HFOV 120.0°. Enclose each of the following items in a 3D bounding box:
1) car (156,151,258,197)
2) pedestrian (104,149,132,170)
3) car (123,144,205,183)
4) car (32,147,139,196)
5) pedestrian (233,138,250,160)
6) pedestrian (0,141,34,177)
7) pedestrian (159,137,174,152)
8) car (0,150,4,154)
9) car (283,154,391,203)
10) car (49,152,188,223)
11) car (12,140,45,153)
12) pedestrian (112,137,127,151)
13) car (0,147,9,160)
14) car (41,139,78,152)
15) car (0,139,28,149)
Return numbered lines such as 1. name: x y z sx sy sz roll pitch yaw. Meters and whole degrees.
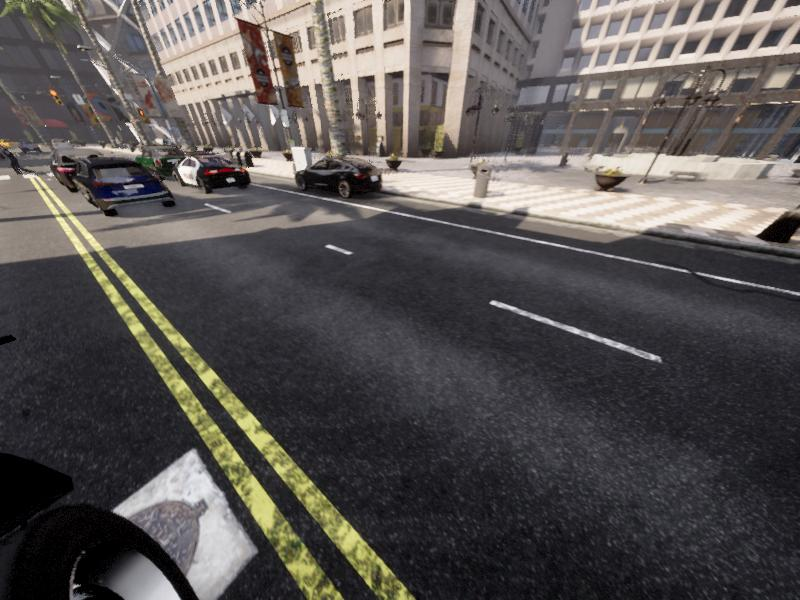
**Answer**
1. car: -9.847 -6.560 11.768 4.974 1.542 2.038 22 41 28
2. pedestrian: -22.185 -11.076 18.196 0.751 1.300 0.751 21 40 26
3. car: -14.956 -8.789 14.643 4.553 1.767 2.097 23 41 28
4. car: -16.022 -6.704 11.787 4.611 1.667 2.242 22 41 28
5. pedestrian: -16.832 -16.061 24.561 0.751 1.860 0.751 22 41 28
6. pedestrian: -24.777 -8.976 14.711 0.751 1.860 0.751 23 41 29
7. pedestrian: -35.356 -23.557 34.990 0.751 1.860 0.751 30 45 35
8. car: -56.151 -20.579 31.201 3.806 1.475 1.970 20 40 26
9. car: -2.997 -5.952 11.021 4.792 1.488 2.163 22 41 28
10. car: -10.454 -4.374 8.581 4.856 1.649 2.033 23 41 28
11. car: -54.593 -22.517 33.914 3.633 1.501 1.845 21 40 27
12. pedestrian: -45.314 -25.287 37.340 0.751 1.860 0.751 -28 44 -34
13. car: -45.099 -16.204 25.113 4.792 1.488 2.163 22 41 28
14. car: -55.730 -25.387 37.846 4.611 1.667 2.242 19 39 25
15. car: -72.450 -28.632 42.352 5.366 1.575 1.801 4 36 6
